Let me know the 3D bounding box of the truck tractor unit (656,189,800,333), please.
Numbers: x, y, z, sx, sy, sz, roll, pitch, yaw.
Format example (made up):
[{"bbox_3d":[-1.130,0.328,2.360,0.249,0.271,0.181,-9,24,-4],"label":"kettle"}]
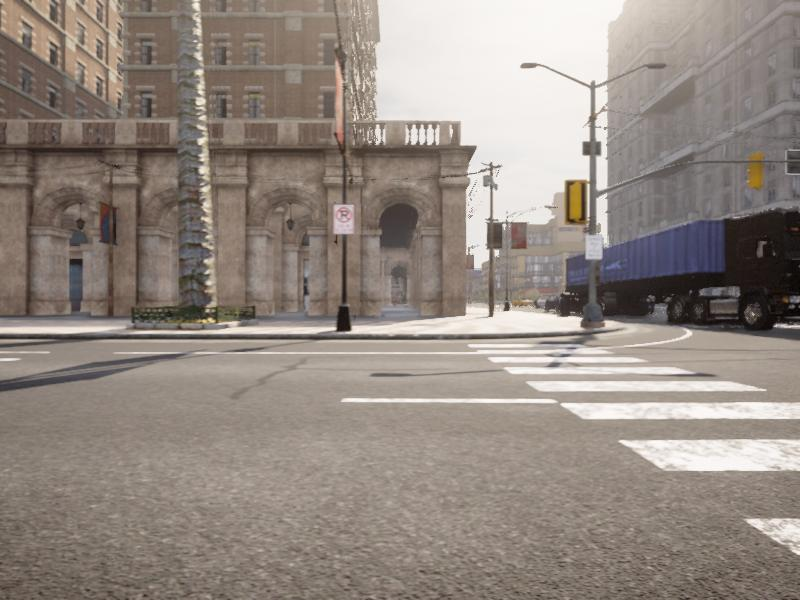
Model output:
[{"bbox_3d":[12.916,-1.110,14.823,3.053,4.208,6.516,0,0,5],"label":"truck tractor unit"}]

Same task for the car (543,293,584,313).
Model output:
[{"bbox_3d":[13.220,0.241,32.495,1.845,1.501,3.633,0,0,0],"label":"car"}]

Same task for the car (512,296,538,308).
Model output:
[{"bbox_3d":[16.724,0.221,53.925,1.801,1.575,5.366,0,0,0],"label":"car"}]

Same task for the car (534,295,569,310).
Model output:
[{"bbox_3d":[16.745,0.245,44.610,2.038,1.542,4.974,0,0,0],"label":"car"}]

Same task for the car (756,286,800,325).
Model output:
[{"bbox_3d":[16.803,0.216,15.097,1.801,1.575,5.366,0,0,-2],"label":"car"}]

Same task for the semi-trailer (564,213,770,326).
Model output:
[{"bbox_3d":[13.326,-1.204,22.725,2.717,4.402,14.254,0,0,2],"label":"semi-trailer"}]
